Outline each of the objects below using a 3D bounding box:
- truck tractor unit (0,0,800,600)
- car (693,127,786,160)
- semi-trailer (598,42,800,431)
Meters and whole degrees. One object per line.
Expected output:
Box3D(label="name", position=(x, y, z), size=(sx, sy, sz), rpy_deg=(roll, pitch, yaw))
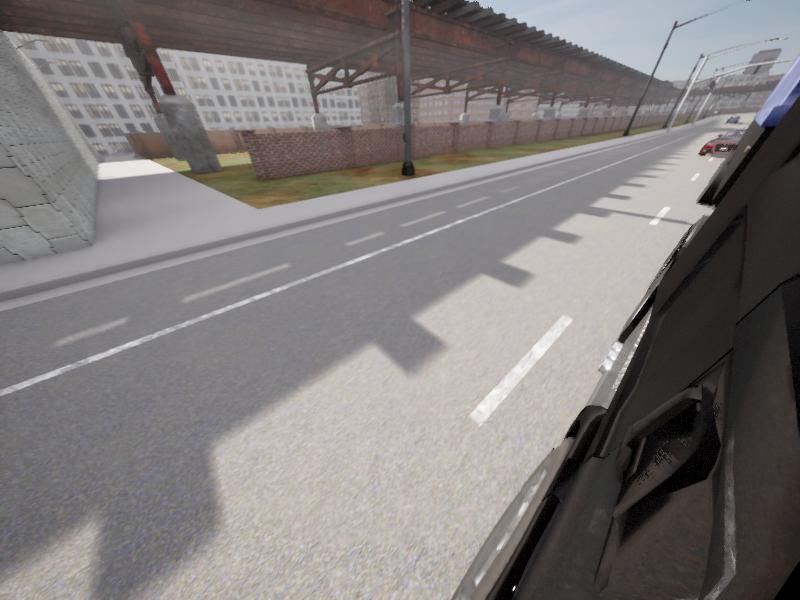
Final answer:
Box3D(label="truck tractor unit", position=(2.645, -0.295, 0.352), size=(6.516, 4.208, 3.053), rpy_deg=(-28, 44, -30))
Box3D(label="car", position=(20.586, -9.574, 14.059), size=(4.181, 1.385, 1.994), rpy_deg=(-20, 40, -21))
Box3D(label="semi-trailer", position=(8.704, -3.594, 4.235), size=(14.254, 4.402, 2.717), rpy_deg=(-28, 44, -30))
